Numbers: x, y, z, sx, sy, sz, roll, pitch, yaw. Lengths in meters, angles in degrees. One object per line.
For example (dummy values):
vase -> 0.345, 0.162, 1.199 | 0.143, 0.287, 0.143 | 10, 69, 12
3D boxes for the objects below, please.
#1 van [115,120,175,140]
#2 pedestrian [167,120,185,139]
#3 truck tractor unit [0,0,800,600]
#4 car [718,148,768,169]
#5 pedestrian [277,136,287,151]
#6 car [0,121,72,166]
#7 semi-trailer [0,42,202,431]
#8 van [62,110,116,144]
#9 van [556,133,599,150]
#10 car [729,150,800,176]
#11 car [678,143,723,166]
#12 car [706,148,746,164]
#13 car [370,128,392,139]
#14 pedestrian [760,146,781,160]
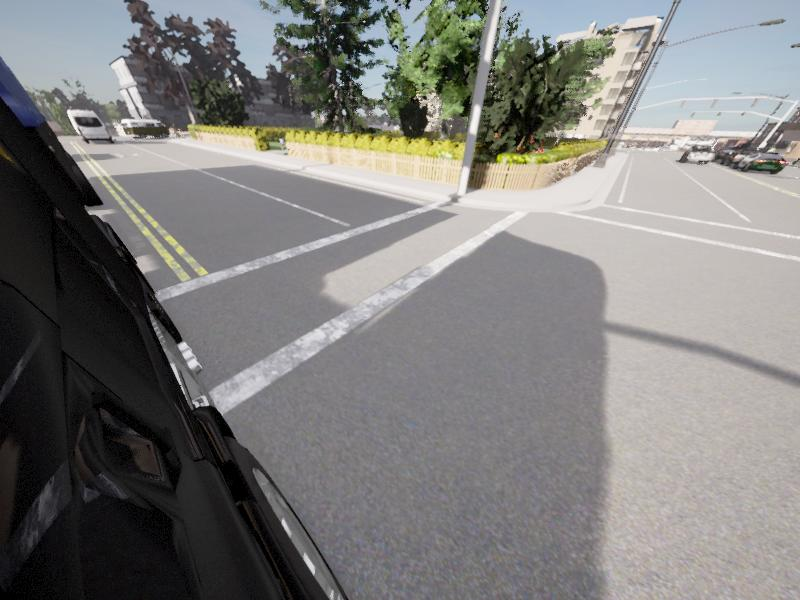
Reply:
van -> -33.191, -22.383, 30.330 | 2.069, 2.038, 4.480 | 12, 39, 16
pedestrian -> -28.973, -22.028, 29.870 | 0.751, 1.860, 0.751 | 21, 40, 23
truck tractor unit -> -2.645, -0.295, 0.351 | 6.516, 4.208, 3.053 | 28, 44, 30
car -> 36.660, -15.284, 24.837 | 1.851, 1.617, 3.988 | 28, 44, 30
pedestrian -> -10.867, -14.451, 21.285 | 0.500, 1.100, 0.500 | -7, 38, -13
car -> -20.781, -8.862, 12.922 | 4.553, 1.767, 2.097 | 28, 44, 30
semi-trailer -> -8.713, -3.574, 4.244 | 14.254, 4.402, 2.717 | 28, 44, 30
van -> -31.406, -17.484, 23.345 | 5.915, 2.561, 1.988 | 28, 44, 30
van -> 36.478, -32.737, 47.658 | 6.366, 2.431, 2.351 | 29, 44, 31
car -> 32.461, -12.406, 20.797 | 2.038, 1.542, 4.974 | 28, 44, 30
car -> 33.074, -16.180, 25.624 | 1.932, 1.855, 4.605 | 28, 43, 30
car -> 41.313, -18.379, 29.396 | 1.812, 1.442, 4.674 | 28, 44, 30
car -> -4.678, -42.150, 58.440 | 2.150, 2.045, 5.566 | 28, 44, 30
pedestrian -> 59.988, -23.855, 37.380 | 0.751, 1.860, 0.751 | 22, 41, 24
